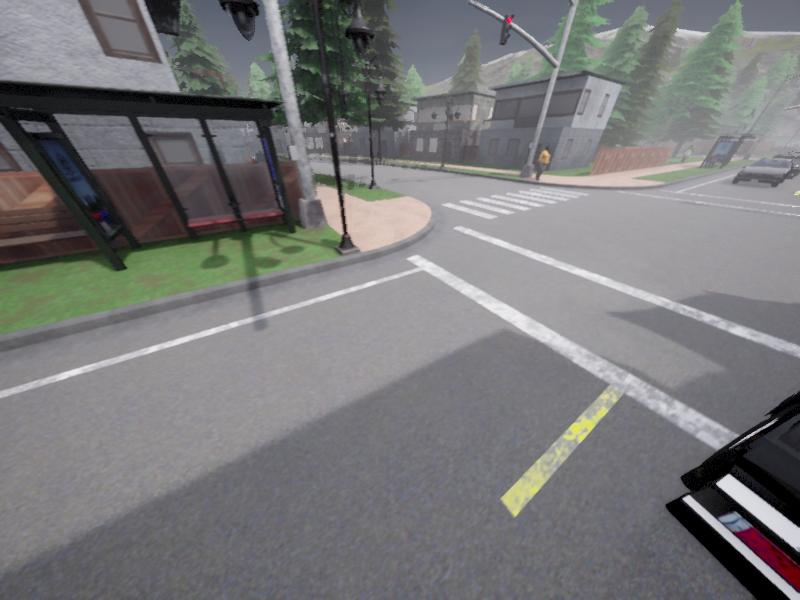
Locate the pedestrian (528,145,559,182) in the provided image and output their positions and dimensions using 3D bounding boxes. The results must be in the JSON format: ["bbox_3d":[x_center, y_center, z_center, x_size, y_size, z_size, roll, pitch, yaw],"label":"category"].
[{"bbox_3d":[8.608,-8.249,13.934,0.751,1.860,0.751,-15,38,-21],"label":"pedestrian"}]

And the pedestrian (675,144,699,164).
[{"bbox_3d":[31.199,-15.858,25.107,0.751,1.860,0.751,-18,39,-24],"label":"pedestrian"}]

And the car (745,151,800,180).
[{"bbox_3d":[29.982,-10.633,18.126,5.027,1.651,2.152,-20,40,-26],"label":"car"}]

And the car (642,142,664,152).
[{"bbox_3d":[58.915,-35.689,53.841,4.605,1.855,1.932,-20,40,-27],"label":"car"}]

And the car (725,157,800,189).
[{"bbox_3d":[23.829,-8.355,14.996,5.357,1.411,2.033,-19,40,-26],"label":"car"}]

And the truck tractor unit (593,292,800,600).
[{"bbox_3d":[5.243,-0.141,0.563,6.516,4.208,3.053,-12,37,-17],"label":"truck tractor unit"}]
